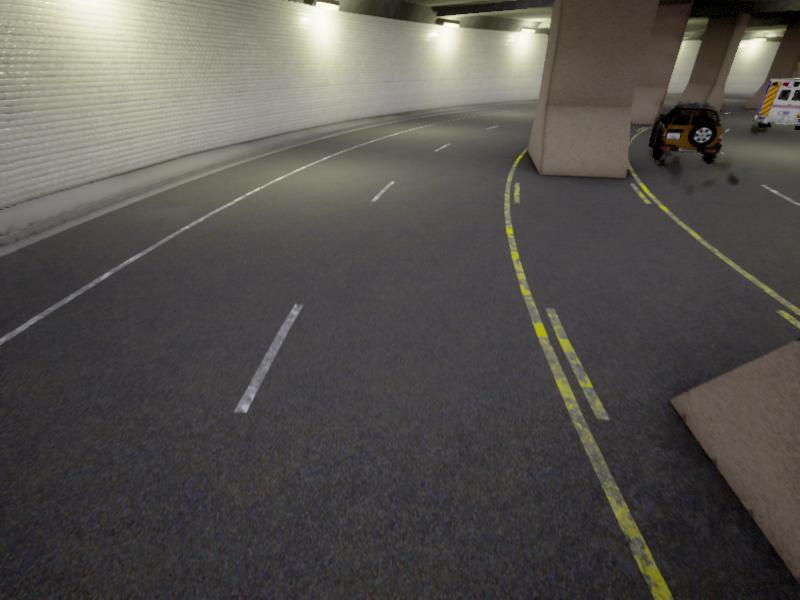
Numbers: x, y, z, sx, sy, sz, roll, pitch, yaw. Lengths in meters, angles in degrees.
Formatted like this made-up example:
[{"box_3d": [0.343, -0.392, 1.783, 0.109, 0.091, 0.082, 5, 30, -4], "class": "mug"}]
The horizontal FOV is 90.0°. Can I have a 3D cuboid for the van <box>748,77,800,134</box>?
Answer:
[{"box_3d": [22.485, -11.086, 22.540, 6.366, 2.431, 2.351, -23, 37, -33], "class": "van"}]

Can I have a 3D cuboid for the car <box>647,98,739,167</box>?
[{"box_3d": [10.977, -6.580, 15.381, 1.932, 1.855, 4.605, 13, 33, 23], "class": "car"}]
